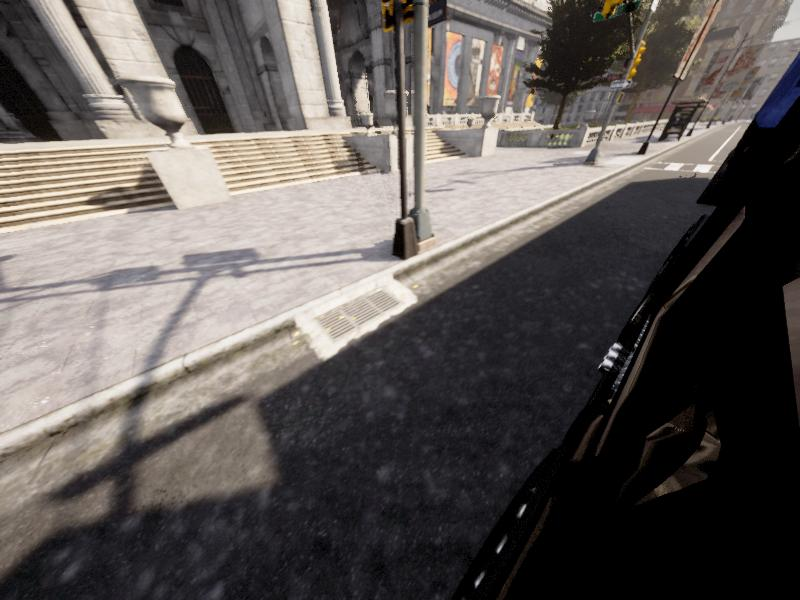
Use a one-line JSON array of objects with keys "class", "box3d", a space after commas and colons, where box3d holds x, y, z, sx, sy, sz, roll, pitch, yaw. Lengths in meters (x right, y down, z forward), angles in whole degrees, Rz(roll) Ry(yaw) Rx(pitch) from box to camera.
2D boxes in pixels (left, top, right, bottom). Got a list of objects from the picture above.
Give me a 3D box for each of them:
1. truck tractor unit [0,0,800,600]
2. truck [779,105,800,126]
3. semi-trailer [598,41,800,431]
[{"class": "truck tractor unit", "box3d": [2.645, -0.295, 0.351, 6.516, 4.208, 3.053, -28, 44, -30]}, {"class": "truck", "box3d": [60.513, -27.794, 34.762, 5.204, 2.467, 2.627, -27, 43, -29]}, {"class": "semi-trailer", "box3d": [8.693, -3.613, 4.227, 14.254, 4.402, 2.717, -28, 44, -30]}]
